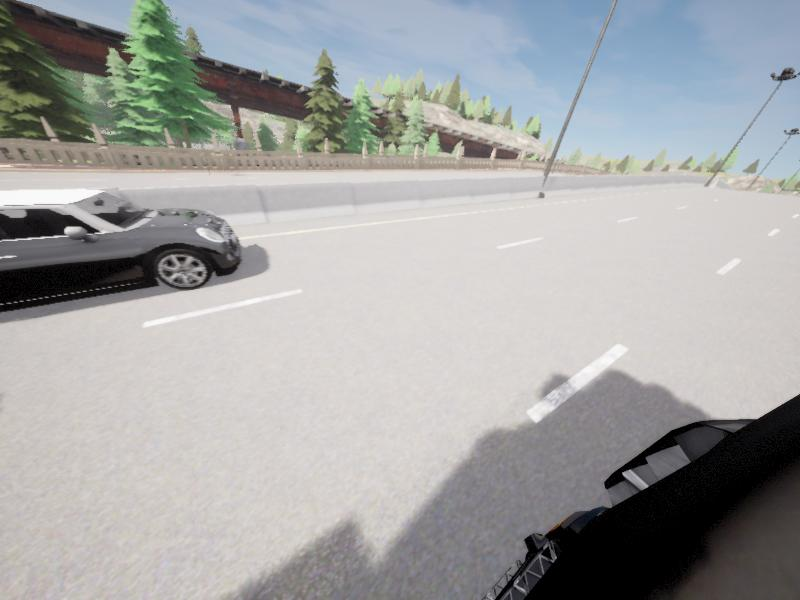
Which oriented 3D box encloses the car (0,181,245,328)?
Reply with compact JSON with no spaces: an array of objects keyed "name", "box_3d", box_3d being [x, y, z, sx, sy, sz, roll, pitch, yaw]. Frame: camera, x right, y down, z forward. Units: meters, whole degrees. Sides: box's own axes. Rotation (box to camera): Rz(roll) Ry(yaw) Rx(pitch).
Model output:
[{"name":"car","box_3d":[-5.002,-0.954,3.776,3.806,1.475,1.970,-16,38,-26]}]
